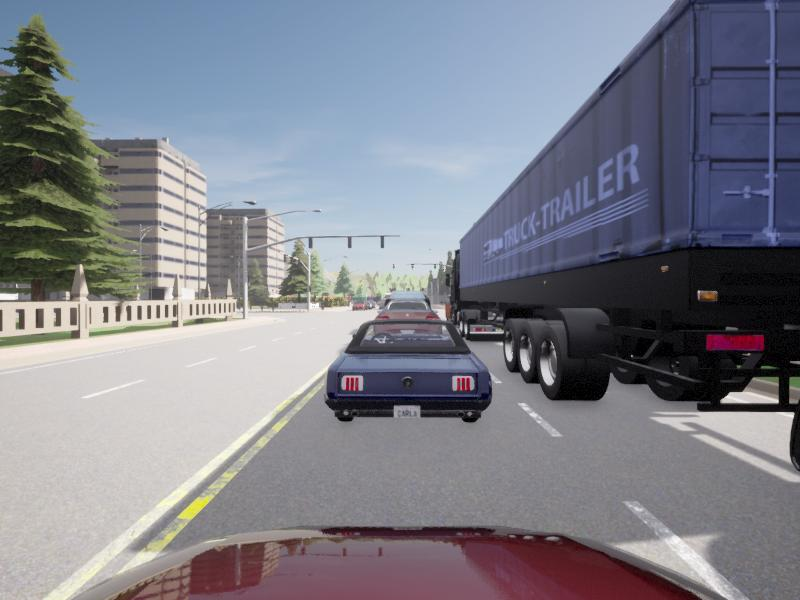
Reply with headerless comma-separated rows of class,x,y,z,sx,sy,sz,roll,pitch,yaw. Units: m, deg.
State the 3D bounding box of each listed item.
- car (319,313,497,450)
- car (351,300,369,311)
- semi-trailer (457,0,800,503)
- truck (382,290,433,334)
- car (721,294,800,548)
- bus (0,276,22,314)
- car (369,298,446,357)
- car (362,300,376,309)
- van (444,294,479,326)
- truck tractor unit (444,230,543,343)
car,0.126,0.944,6.620,1.895,1.301,4.718,0,0,1
car,-5.934,0.828,60.011,2.007,1.525,4.514,0,0,3
semi-trailer,3.699,-0.618,10.203,2.717,4.402,14.254,0,0,1
truck,0.416,0.544,22.030,2.390,2.098,6.274,0,0,1
car,3.507,0.779,0.593,1.930,1.638,5.238,0,0,1
bus,-49.263,-0.534,44.816,10.273,4.253,3.944,0,0,1
car,0.260,0.780,13.741,2.152,1.651,5.027,0,0,1
car,-5.621,0.777,73.200,2.033,1.649,4.856,0,0,1
van,4.027,0.600,26.737,1.775,1.987,4.442,0,0,2
truck tractor unit,3.843,-0.514,18.114,3.053,4.208,6.516,0,0,1
